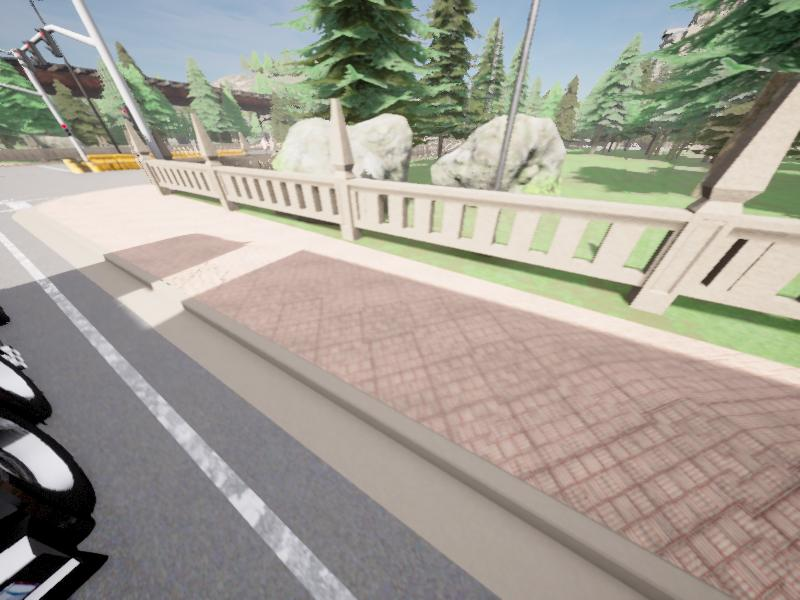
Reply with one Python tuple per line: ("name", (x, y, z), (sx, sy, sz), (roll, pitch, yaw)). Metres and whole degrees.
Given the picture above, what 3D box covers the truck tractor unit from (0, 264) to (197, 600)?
("truck tractor unit", (-5.117, -0.293, 0.782), (6.516, 4.208, 3.053), (18, 39, 24))
